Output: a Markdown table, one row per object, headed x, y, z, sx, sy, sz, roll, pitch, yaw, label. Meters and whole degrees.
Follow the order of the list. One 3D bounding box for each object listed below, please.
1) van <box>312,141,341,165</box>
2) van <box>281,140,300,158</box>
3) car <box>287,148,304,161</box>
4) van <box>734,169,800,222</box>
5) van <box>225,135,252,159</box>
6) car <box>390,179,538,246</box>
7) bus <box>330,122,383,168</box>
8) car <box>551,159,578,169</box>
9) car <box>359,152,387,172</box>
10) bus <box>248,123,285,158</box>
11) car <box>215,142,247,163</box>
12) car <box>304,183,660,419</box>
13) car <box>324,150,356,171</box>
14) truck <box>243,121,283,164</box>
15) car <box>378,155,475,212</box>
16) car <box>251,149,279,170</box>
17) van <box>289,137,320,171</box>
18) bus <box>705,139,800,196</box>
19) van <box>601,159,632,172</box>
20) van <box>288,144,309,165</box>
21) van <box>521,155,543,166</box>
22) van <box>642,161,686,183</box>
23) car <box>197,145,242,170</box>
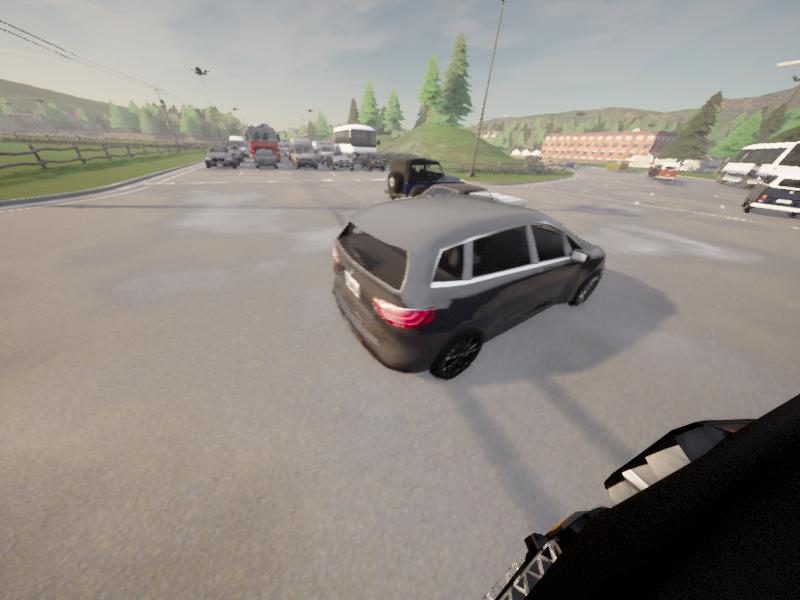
| x | y | z | sx | sy | sz | roll | pitch | yaw | label |
| --- | --- | --- | --- | --- | --- | --- | --- | --- | --- |
| -9.916 | -19.616 | 30.762 | 2.351 | 2.431 | 6.366 | -12 | 36 | -21 | van |
| -19.816 | -27.335 | 41.706 | 2.351 | 2.431 | 6.366 | -12 | 36 | -21 | van |
| -15.424 | -21.411 | 33.956 | 1.812 | 1.442 | 4.674 | -12 | 36 | -22 | car |
| 21.000 | -5.911 | 12.708 | 4.480 | 2.038 | 2.069 | -24 | 43 | -34 | van |
| -22.629 | -21.562 | 32.639 | 1.988 | 2.561 | 5.915 | -12 | 36 | -21 | van |
| 2.169 | -3.128 | 7.721 | 4.718 | 1.301 | 1.895 | -18 | 39 | -29 | car |
| -5.967 | -20.313 | 30.465 | 3.944 | 4.253 | 10.273 | -12 | 36 | -21 | bus |
| 36.928 | -30.712 | 52.036 | 2.163 | 1.488 | 4.792 | -1 | 34 | -6 | car |
| -3.023 | -15.292 | 25.480 | 1.851 | 1.617 | 3.988 | -12 | 36 | -21 | car |
| -22.514 | -27.012 | 39.359 | 3.944 | 4.253 | 10.273 | -12 | 36 | -21 | bus |
| -19.072 | -16.824 | 26.327 | 1.932 | 1.855 | 4.605 | -12 | 36 | -21 | car |
| 1.319 | -0.696 | 3.627 | 4.611 | 1.667 | 2.242 | -17 | 38 | -28 | car |
| -6.540 | -15.037 | 24.811 | 2.152 | 1.651 | 5.027 | -12 | 36 | -21 | car |
| -16.744 | -19.438 | 28.699 | 2.891 | 3.827 | 8.468 | -12 | 36 | -21 | truck |
| 1.165 | -5.371 | 10.502 | 3.866 | 1.878 | 1.905 | -19 | 39 | -29 | car |
| -13.066 | -13.807 | 22.562 | 1.837 | 1.490 | 4.892 | -12 | 36 | -21 | car |
| -9.872 | -14.941 | 23.576 | 1.988 | 2.561 | 5.915 | -12 | 36 | -21 | van |
| 39.375 | -14.331 | 24.863 | 3.944 | 4.253 | 10.273 | 23 | 38 | 25 | bus |
| 44.010 | -27.430 | 47.139 | 1.775 | 1.987 | 4.442 | 3 | 33 | 0 | van |
| -12.743 | -18.290 | 28.937 | 1.775 | 1.987 | 4.442 | -12 | 36 | -21 | van |
| 32.381 | -34.407 | 56.826 | 1.775 | 1.987 | 4.442 | -7 | 35 | -15 | van |
| 35.011 | -17.146 | 30.814 | 2.069 | 2.038 | 4.480 | 19 | 37 | 21 | van |
| -16.015 | -12.908 | 20.814 | 2.242 | 1.667 | 4.611 | -12 | 36 | -22 | car |
